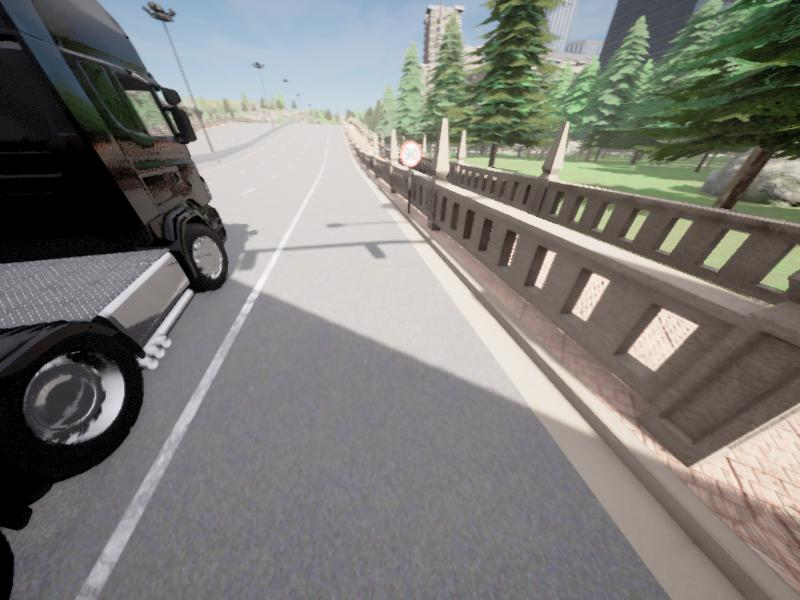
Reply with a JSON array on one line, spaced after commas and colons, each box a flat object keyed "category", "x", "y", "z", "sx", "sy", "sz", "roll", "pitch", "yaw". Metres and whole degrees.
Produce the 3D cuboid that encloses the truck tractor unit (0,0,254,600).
[{"category": "truck tractor unit", "x": -4.029, "y": -0.795, "z": 1.508, "sx": 3.053, "sy": 4.208, "sz": 6.516, "roll": -10, "pitch": 36, "yaw": -14}]
